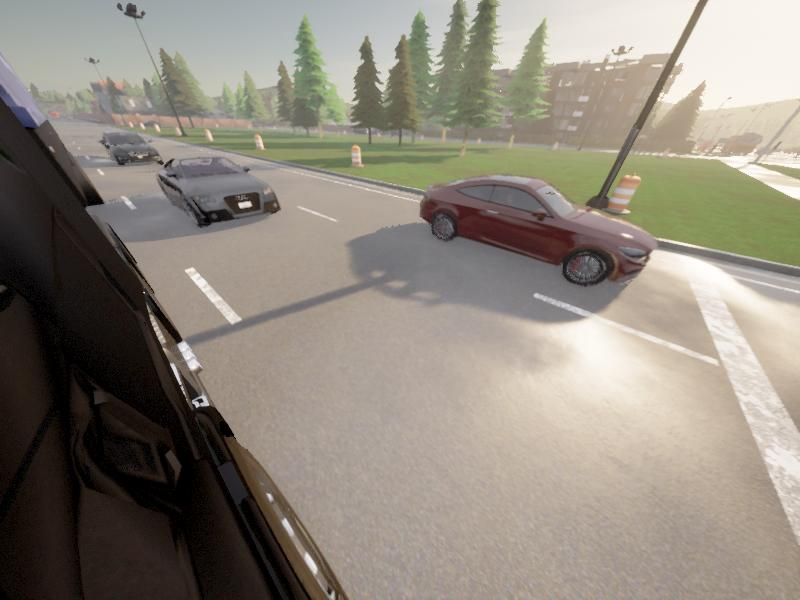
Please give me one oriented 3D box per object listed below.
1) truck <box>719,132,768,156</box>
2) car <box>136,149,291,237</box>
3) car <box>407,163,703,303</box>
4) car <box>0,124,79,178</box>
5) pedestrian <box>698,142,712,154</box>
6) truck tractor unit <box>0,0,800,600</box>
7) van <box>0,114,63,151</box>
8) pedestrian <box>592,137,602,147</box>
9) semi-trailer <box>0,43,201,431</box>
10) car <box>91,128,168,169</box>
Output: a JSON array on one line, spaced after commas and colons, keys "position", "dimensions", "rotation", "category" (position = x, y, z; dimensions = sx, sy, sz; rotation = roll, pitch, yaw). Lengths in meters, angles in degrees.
[{"position": [72.796, -33.286, 49.275], "dimensions": [2.891, 3.827, 8.468], "rotation": [28, 43, 30], "category": "truck"}, {"position": [-5.342, -3.302, 6.603], "dimensions": [4.181, 1.385, 1.994], "rotation": [28, 44, 30], "category": "car"}, {"position": [2.575, -1.869, 5.068], "dimensions": [4.674, 1.442, 1.812], "rotation": [28, 44, 30], "category": "car"}, {"position": [-17.377, -7.049, 10.737], "dimensions": [5.027, 1.651, 2.152], "rotation": [28, 44, 30], "category": "car"}, {"position": [59.689, -29.865, 45.281], "dimensions": [0.751, 1.860, 0.751], "rotation": [28, 44, 30], "category": "pedestrian"}, {"position": [-2.645, -0.295, 0.351], "dimensions": [6.516, 4.208, 3.053], "rotation": [28, 44, 30], "category": "truck tractor unit"}, {"position": [-27.042, -12.318, 16.954], "dimensions": [4.442, 1.987, 1.775], "rotation": [28, 44, 30], "category": "van"}, {"position": [45.132, -36.139, 52.877], "dimensions": [0.751, 1.860, 0.751], "rotation": [-21, 42, -28], "category": "pedestrian"}, {"position": [-8.694, -3.596, 4.250], "dimensions": [14.254, 4.402, 2.717], "rotation": [28, 44, 30], "category": "semi-trailer"}, {"position": [-15.593, -8.784, 13.271], "dimensions": [4.892, 1.490, 1.837], "rotation": [29, 44, 29], "category": "car"}]
